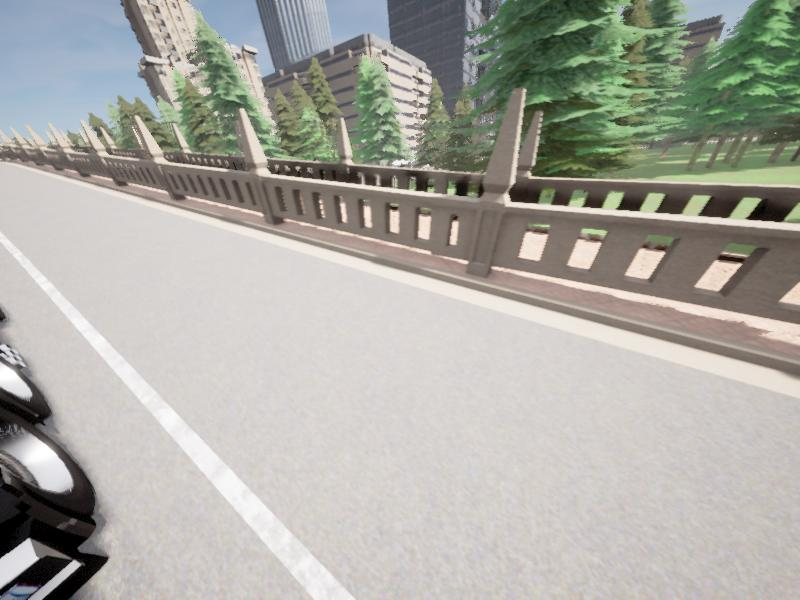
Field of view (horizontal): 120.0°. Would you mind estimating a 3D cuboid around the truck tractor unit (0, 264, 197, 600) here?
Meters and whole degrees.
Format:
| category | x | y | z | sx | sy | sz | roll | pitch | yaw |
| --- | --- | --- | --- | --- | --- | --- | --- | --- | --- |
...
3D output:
| category | x | y | z | sx | sy | sz | roll | pitch | yaw |
| --- | --- | --- | --- | --- | --- | --- | --- | --- | --- |
| truck tractor unit | -5.095 | -0.321 | 0.767 | 6.516 | 4.208 | 3.053 | 19 | 39 | 24 |
